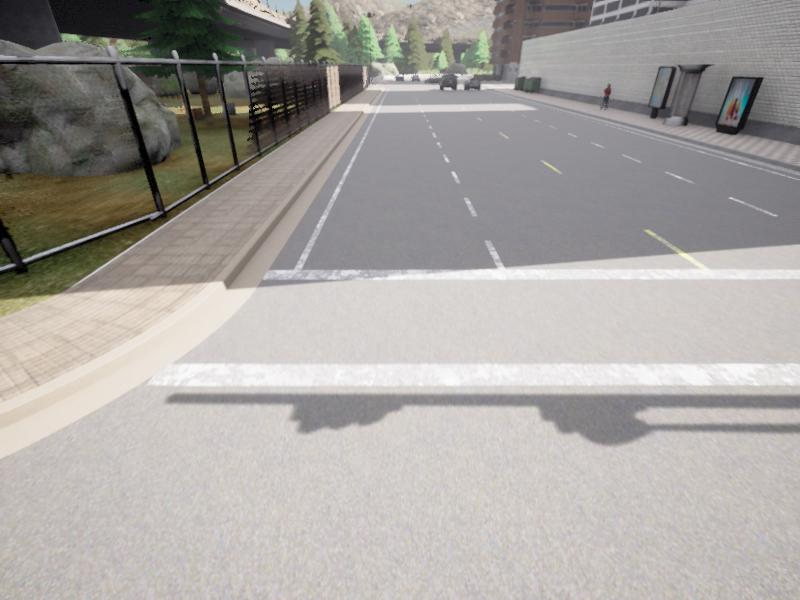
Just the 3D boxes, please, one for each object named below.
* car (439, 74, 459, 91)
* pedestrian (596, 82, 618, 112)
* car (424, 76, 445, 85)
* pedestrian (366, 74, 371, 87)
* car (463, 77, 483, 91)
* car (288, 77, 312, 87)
[{"bbox_3d":[6.991,-31.541,57.957,2.150,2.045,5.566,0,30,0],"label":"car"},{"bbox_3d":[14.948,-14.683,28.907,0.751,1.860,0.751,2,30,3],"label":"pedestrian"},{"bbox_3d":[6.421,-41.443,75.502,3.705,1.549,1.789,0,30,0],"label":"car"},{"bbox_3d":[-5.154,-35.879,65.345,0.751,1.860,0.751,-2,30,-3],"label":"pedestrian"},{"bbox_3d":[10.491,-31.332,57.993,2.033,1.649,4.856,0,30,0],"label":"car"},{"bbox_3d":[-17.353,-37.922,69.498,3.705,1.549,1.789,0,30,0],"label":"car"}]
